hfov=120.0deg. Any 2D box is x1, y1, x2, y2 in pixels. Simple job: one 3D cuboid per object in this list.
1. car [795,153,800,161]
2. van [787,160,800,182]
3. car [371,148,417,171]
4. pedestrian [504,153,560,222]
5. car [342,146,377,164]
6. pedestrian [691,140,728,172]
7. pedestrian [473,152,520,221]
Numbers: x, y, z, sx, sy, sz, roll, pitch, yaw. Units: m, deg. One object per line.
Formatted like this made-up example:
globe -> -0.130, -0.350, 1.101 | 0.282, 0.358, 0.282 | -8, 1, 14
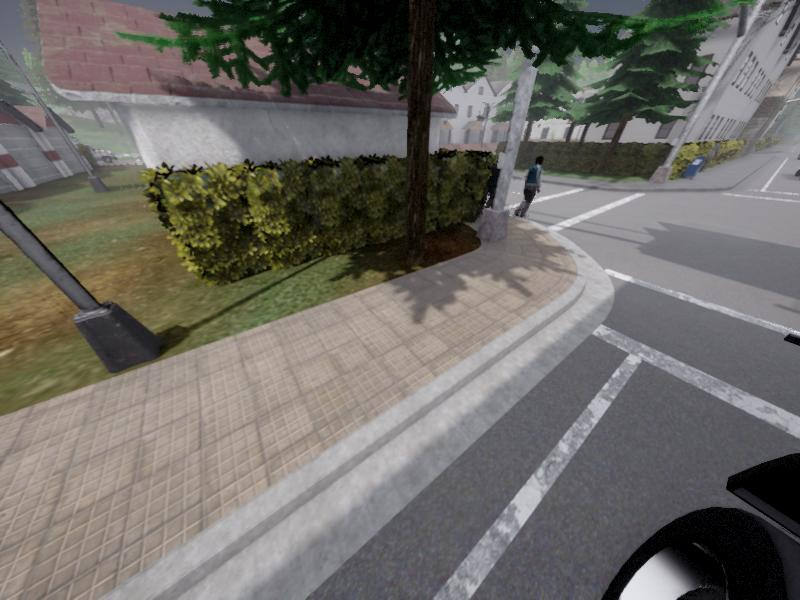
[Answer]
car -> 45.117, -15.875, 24.928 | 4.181, 1.385, 1.994 | -24, 41, -29
van -> 25.988, -8.304, 13.739 | 4.480, 2.038, 2.069 | -26, 42, -31
car -> -0.690, -13.756, 22.442 | 1.882, 1.535, 5.008 | -22, 41, -28
pedestrian -> 4.144, -3.591, 7.393 | 0.751, 1.860, 0.751 | -14, 37, -18
car -> -4.906, -17.232, 27.407 | 1.882, 1.535, 5.008 | -22, 41, -28
pedestrian -> 21.395, -9.975, 15.996 | 0.751, 1.860, 0.751 | -26, 42, -31
pedestrian -> 3.087, -3.684, 7.532 | 0.751, 1.860, 0.751 | -24, 42, -30
